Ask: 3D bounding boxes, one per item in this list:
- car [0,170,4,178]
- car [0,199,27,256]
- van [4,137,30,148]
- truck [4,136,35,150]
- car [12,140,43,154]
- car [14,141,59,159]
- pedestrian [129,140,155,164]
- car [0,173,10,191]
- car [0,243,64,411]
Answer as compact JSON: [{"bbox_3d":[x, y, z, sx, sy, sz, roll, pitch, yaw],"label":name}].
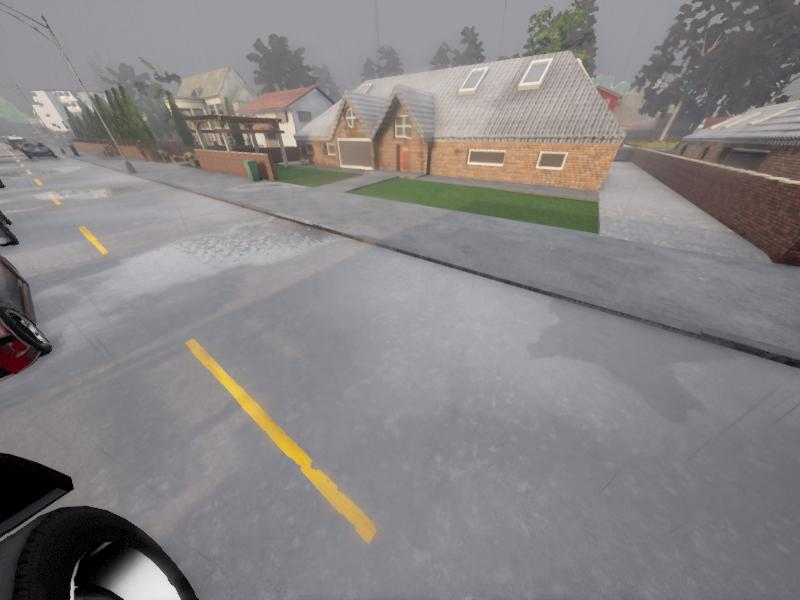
[{"bbox_3d":[-28.063,-8.845,15.005,4.193,1.474,1.816,22,41,28],"label":"car"},{"bbox_3d":[-11.348,-2.082,5.469,4.514,1.525,2.007,22,41,28],"label":"car"},{"bbox_3d":[-83.831,-34.518,50.594,4.480,2.038,2.069,22,41,28],"label":"van"},{"bbox_3d":[-76.646,-31.631,46.483,6.274,2.098,2.390,22,41,28],"label":"truck"},{"bbox_3d":[-58.606,-24.106,36.353,3.988,1.617,1.851,22,41,28],"label":"car"},{"bbox_3d":[-44.920,-18.575,28.536,4.611,1.667,2.242,22,41,28],"label":"car"},{"bbox_3d":[-24.365,-14.032,21.838,0.751,1.860,0.751,22,41,28],"label":"pedestrian"},{"bbox_3d":[-22.034,-6.418,11.556,4.514,1.525,2.007,22,41,28],"label":"car"},{"bbox_3d":[-6.081,0.134,2.525,4.181,1.385,1.994,22,41,28],"label":"car"}]
